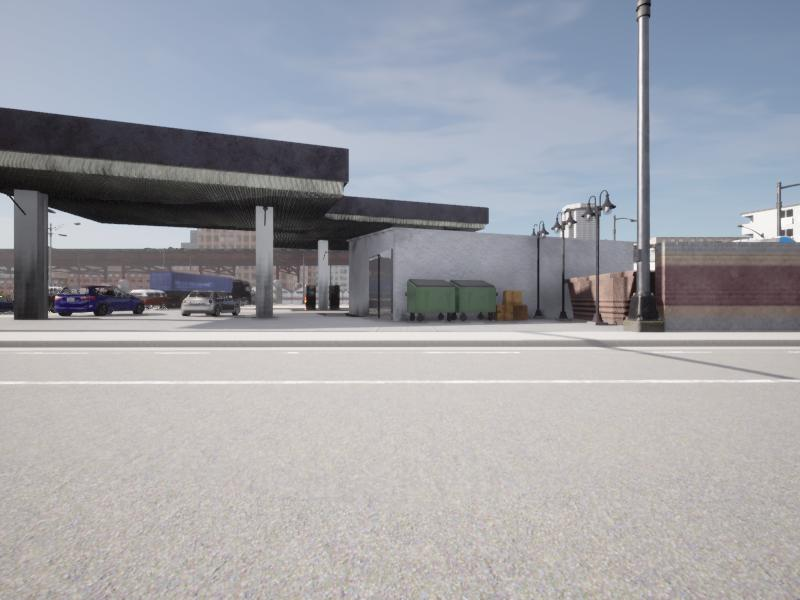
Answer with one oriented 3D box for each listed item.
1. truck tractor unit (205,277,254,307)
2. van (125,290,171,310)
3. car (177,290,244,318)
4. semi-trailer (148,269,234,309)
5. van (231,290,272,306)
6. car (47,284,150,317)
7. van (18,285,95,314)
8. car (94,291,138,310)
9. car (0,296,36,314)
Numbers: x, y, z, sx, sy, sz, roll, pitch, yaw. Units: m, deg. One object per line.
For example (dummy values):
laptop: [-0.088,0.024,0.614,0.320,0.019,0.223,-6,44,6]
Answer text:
truck tractor unit: [-24.936,-1.123,58.817,3.053,4.208,6.516,0,0,20]
van: [-26.200,-0.021,41.778,2.069,2.038,4.480,-1,1,-2]
car: [-10.744,0.199,23.004,1.970,1.475,3.806,0,0,1]
semi-trailer: [-25.913,-1.219,51.023,2.717,4.402,14.254,0,0,3]
van: [-24.000,-0.278,64.724,5.915,2.561,1.988,0,0,0]
car: [-16.492,0.038,22.265,2.242,1.667,4.611,0,0,1]
van: [-26.166,-0.027,30.713,2.069,2.038,4.480,0,0,0]
car: [-29.619,0.045,41.847,1.905,1.878,3.866,0,0,0]
car: [-29.673,0.344,29.235,1.895,1.301,4.718,0,0,0]
